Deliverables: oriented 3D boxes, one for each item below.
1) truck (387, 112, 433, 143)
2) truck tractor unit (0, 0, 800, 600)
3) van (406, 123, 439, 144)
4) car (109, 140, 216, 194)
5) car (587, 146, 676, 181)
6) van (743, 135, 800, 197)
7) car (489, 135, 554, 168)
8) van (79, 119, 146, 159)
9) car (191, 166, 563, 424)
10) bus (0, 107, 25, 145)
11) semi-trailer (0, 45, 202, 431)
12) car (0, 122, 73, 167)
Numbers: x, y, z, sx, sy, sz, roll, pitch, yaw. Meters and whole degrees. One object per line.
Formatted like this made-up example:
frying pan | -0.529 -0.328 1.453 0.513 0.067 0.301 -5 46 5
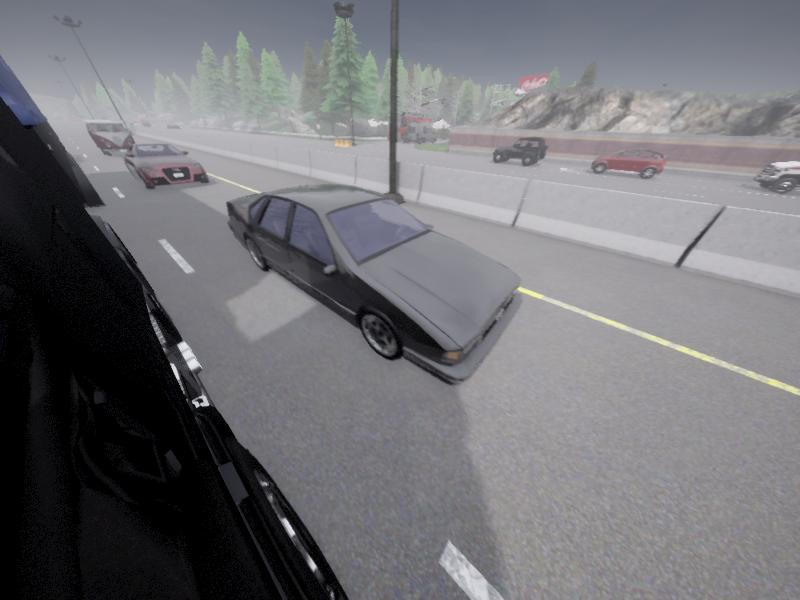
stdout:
truck | 1.776 -28.733 38.641 2.891 3.827 8.468 29 44 31
truck tractor unit | -2.645 -0.295 0.352 6.516 4.208 3.053 28 44 30
van | 3.588 -26.430 36.721 1.988 2.561 5.915 28 44 30
car | -9.787 -5.613 9.512 4.181 1.385 1.994 28 44 30
car | 14.980 -9.067 15.197 3.705 1.549 1.789 28 44 30
van | 21.799 -5.835 10.476 6.366 2.431 2.351 28 44 30
car | 9.676 -11.997 18.574 3.866 1.878 1.905 28 44 30
van | -19.764 -11.116 15.872 4.442 1.987 1.775 28 44 30
car | -0.915 -0.954 3.690 5.357 1.411 2.033 28 44 30
bus | -37.523 -16.017 19.670 10.273 4.253 3.944 27 44 30
semi-trailer | -8.714 -3.560 4.262 14.254 4.402 2.717 28 44 30
car | -20.377 -8.624 12.668 4.553 1.767 2.097 28 44 30
